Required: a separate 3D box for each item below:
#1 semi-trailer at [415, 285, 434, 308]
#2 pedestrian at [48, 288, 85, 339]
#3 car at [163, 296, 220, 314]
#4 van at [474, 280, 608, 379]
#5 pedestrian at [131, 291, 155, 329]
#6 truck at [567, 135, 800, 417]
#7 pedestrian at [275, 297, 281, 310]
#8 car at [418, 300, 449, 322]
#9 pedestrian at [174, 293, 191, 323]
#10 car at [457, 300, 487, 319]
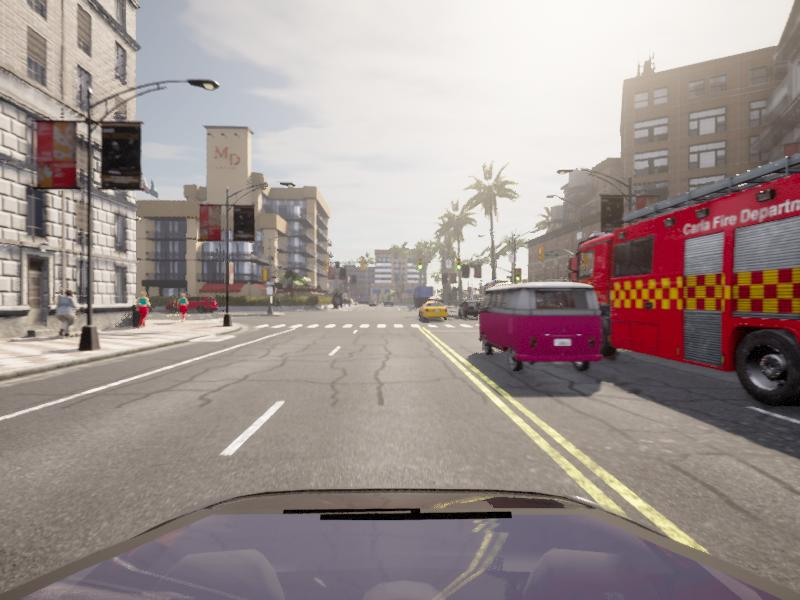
[{"bbox_3d":[4.765,-0.655,81.851,2.717,4.402,14.254,0,0,-1],"label":"semi-trailer"},{"bbox_3d":[-12.401,0.480,14.887,0.751,1.860,0.751,0,0,-5],"label":"pedestrian"},{"bbox_3d":[-24.695,0.550,47.571,5.566,2.045,2.150,0,0,-2],"label":"car"},{"bbox_3d":[3.247,0.593,10.259,1.775,1.987,4.442,0,0,-1],"label":"van"},{"bbox_3d":[-12.831,0.477,19.993,0.751,1.860,0.751,0,0,0],"label":"pedestrian"},{"bbox_3d":[6.819,-0.326,8.469,2.891,3.827,8.468,0,0,-1],"label":"truck"},{"bbox_3d":[-16.911,0.462,55.530,0.751,1.860,0.751,0,0,-27],"label":"pedestrian"},{"bbox_3d":[2.597,0.787,32.027,1.801,1.575,5.366,0,0,-3],"label":"car"},{"bbox_3d":[-13.439,0.475,24.777,0.751,1.860,0.751,0,0,-12],"label":"pedestrian"},{"bbox_3d":[6.121,0.798,34.439,1.789,1.549,3.705,0,0,-2],"label":"car"}]
